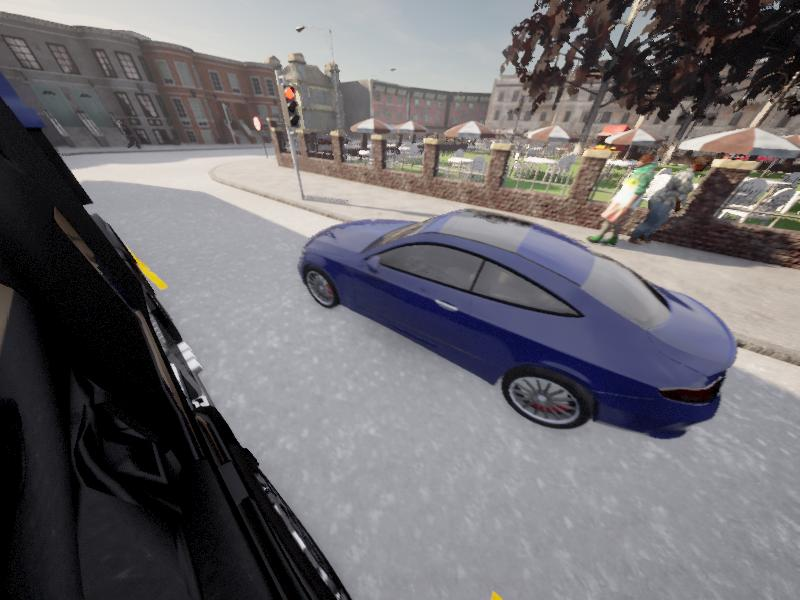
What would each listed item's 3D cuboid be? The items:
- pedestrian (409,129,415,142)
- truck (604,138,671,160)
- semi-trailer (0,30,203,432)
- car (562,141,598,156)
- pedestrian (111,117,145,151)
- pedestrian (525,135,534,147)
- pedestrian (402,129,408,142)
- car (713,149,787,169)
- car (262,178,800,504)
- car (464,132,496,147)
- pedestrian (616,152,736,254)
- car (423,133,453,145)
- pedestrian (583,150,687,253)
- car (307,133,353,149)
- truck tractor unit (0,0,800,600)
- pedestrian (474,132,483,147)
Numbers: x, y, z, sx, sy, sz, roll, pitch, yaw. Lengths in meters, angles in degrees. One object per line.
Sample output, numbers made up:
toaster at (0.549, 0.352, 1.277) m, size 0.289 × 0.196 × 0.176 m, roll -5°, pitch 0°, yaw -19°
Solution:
pedestrian at (2.067, -29.059, 40.839) m, size 0.751 × 1.860 × 0.751 m, roll 20°, pitch 40°, yaw 22°
truck at (33.610, -21.687, 33.053) m, size 6.274 × 2.098 × 2.390 m, roll 24°, pitch 42°, yaw 26°
semi-trailer at (-8.805, -3.533, 4.117) m, size 14.254 × 4.402 × 2.717 m, roll 27°, pitch 43°, yaw 29°
car at (25.929, -21.917, 33.379) m, size 3.806 × 1.475 × 1.970 m, roll 24°, pitch 42°, yaw 26°
pedestrian at (-18.929, -11.568, 16.114) m, size 0.751 × 1.860 × 0.751 m, roll 31°, pitch 45°, yaw 32°
pedestrian at (23.921, -29.353, 42.648) m, size 0.751 × 1.860 × 0.751 m, roll 30°, pitch 45°, yaw 32°
pedestrian at (0.858, -29.712, 41.632) m, size 0.751 × 1.860 × 0.751 m, roll -19°, pitch 42°, yaw -27°
car at (42.559, -17.349, 28.315) m, size 4.514 × 1.525 × 2.007 m, roll 24°, pitch 42°, yaw 26°
car at (0.686, -0.323, 2.927) m, size 4.674 × 1.442 × 1.812 m, roll 24°, pitch 42°, yaw 26°
car at (13.556, -27.325, 39.466) m, size 4.605 × 1.855 × 1.932 m, roll 3°, pitch 34°, yaw 0°
pedestrian at (5.826, -2.109, 5.084) m, size 0.751 × 1.860 × 0.751 m, roll 22°, pitch 41°, yaw 23°
car at (6.814, -28.623, 41.050) m, size 5.008 × 1.535 × 1.882 m, roll -18°, pitch 42°, yaw -26°
pedestrian at (4.897, -2.115, 5.032) m, size 0.751 × 1.860 × 0.751 m, roll 23°, pitch 41°, yaw 25°
car at (-7.694, -17.768, 25.809) m, size 1.895 × 1.301 × 4.718 m, roll 25°, pitch 42°, yaw 26°
truck tractor unit at (-2.645, -0.295, 0.351) m, size 6.516 × 4.208 × 3.053 m, roll 28°, pitch 44°, yaw 30°
pedestrian at (12.205, -24.950, 36.008) m, size 0.751 × 1.860 × 0.751 m, roll 8°, pitch 37°, yaw 6°
